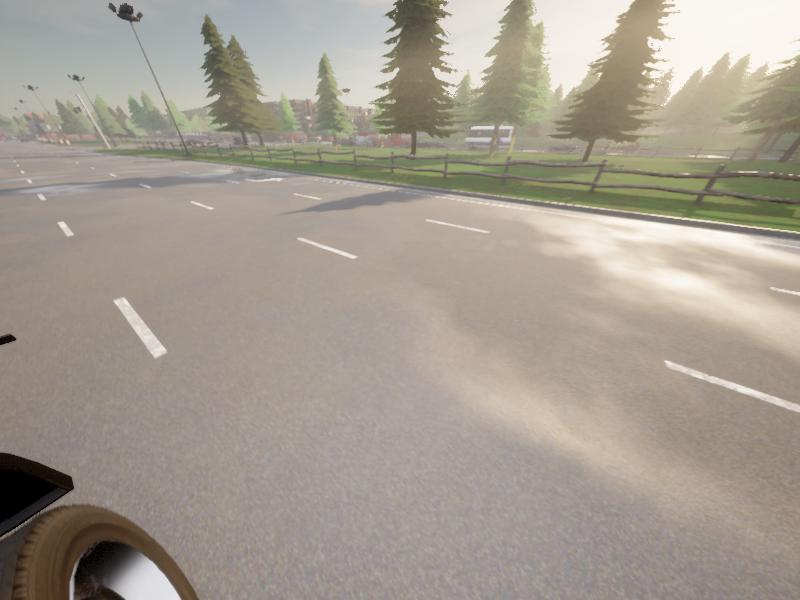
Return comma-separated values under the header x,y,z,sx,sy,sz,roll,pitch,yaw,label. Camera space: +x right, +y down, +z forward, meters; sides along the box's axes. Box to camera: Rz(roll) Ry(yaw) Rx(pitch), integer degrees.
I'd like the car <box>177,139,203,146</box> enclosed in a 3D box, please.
x,y,z,sx,sy,sz,roll,pitch,yaw,label
-59.397,-44.616,65.339,1.837,1.490,4.892,23,41,28,car

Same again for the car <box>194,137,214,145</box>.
x,y,z,sx,sy,sz,roll,pitch,yaw,label
-59.433,-48.204,70.109,1.905,1.878,3.866,23,41,28,car

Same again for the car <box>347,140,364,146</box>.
x,y,z,sx,sy,sz,roll,pitch,yaw,label
-14.549,-51.348,75.425,5.027,1.651,2.152,22,41,28,car

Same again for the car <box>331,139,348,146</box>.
x,y,z,sx,sy,sz,roll,pitch,yaw,label
-18.615,-48.206,70.670,4.856,1.649,2.033,22,41,28,car

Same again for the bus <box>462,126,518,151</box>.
x,y,z,sx,sy,sz,roll,pitch,yaw,label
19.750,-35.911,51.315,10.273,4.253,3.944,22,41,28,bus

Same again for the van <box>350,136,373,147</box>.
x,y,z,sx,sy,sz,roll,pitch,yaw,label
-10.992,-45.403,66.076,6.366,2.431,2.351,22,41,28,van

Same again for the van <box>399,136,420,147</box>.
x,y,z,sx,sy,sz,roll,pitch,yaw,label
2.832,-47.194,68.613,5.915,2.561,1.988,22,41,28,van

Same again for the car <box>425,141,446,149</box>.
x,y,z,sx,sy,sz,roll,pitch,yaw,label
8.968,-39.329,58.491,4.514,1.525,2.007,22,41,28,car

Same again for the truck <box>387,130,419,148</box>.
x,y,z,sx,sy,sz,roll,pitch,yaw,label
0.690,-43.650,62.484,8.468,3.827,2.891,22,41,28,truck

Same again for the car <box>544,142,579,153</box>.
x,y,z,sx,sy,sz,roll,pitch,yaw,label
31.558,-29.937,45.233,5.027,1.651,2.152,25,42,30,car

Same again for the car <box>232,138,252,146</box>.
x,y,z,sx,sy,sz,roll,pitch,yaw,label
-44.906,-44.986,65.675,1.905,1.878,3.866,23,41,28,car

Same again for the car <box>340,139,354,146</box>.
x,y,z,sx,sy,sz,roll,pitch,yaw,label
-16.864,-49.910,73.201,3.988,1.617,1.851,22,41,28,car

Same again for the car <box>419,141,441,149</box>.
x,y,z,sx,sy,sz,roll,pitch,yaw,label
7.145,-37.575,55.948,4.892,1.490,1.837,22,41,28,car

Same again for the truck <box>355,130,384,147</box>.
x,y,z,sx,sy,sz,roll,pitch,yaw,label
-8.935,-47.601,68.001,8.468,3.827,2.891,22,41,28,truck

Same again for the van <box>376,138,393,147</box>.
x,y,z,sx,sy,sz,roll,pitch,yaw,label
-4.268,-42.457,62.349,4.442,1.987,1.775,22,41,28,van
